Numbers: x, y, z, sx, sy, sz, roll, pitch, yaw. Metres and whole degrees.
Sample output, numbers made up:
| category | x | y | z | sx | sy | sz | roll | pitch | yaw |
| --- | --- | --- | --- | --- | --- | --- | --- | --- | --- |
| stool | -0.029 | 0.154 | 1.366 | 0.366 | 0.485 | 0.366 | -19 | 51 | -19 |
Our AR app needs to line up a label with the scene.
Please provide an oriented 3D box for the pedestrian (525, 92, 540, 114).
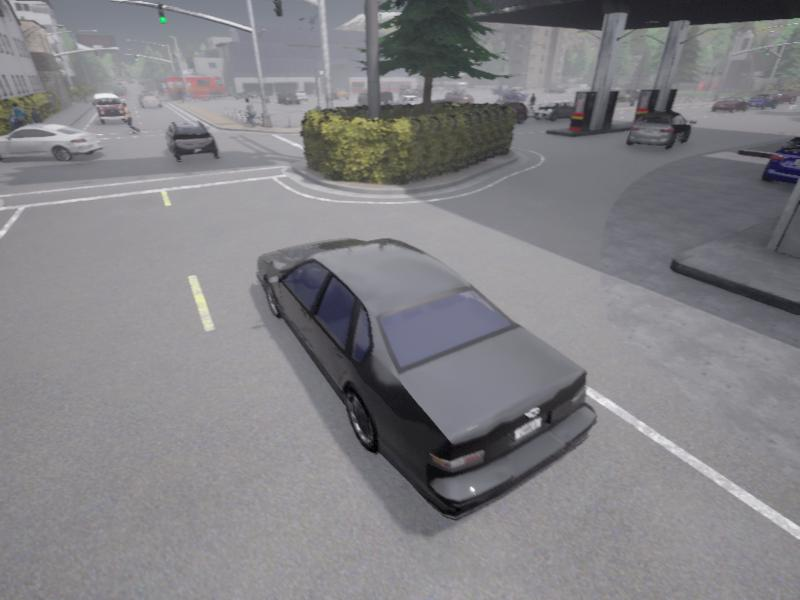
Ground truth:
| category | x | y | z | sx | sy | sz | roll | pitch | yaw |
| --- | --- | --- | --- | --- | --- | --- | --- | --- | --- |
| pedestrian | 12.575 | -18.728 | 38.053 | 0.751 | 1.860 | 0.751 | -17 | 33 | -28 |

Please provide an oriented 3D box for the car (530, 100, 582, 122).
| category | x | y | z | sx | sy | sz | roll | pitch | yaw |
| --- | --- | --- | --- | --- | --- | --- | --- | --- | --- |
| car | 13.422 | -16.250 | 34.362 | 3.806 | 1.475 | 1.970 | -16 | 33 | -26 |

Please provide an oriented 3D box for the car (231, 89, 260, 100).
| category | x | y | z | sx | sy | sz | roll | pitch | yaw |
| --- | --- | --- | --- | --- | --- | --- | --- | --- | --- |
| car | -27.198 | -36.195 | 70.384 | 4.193 | 1.474 | 1.816 | -17 | 33 | -27 |

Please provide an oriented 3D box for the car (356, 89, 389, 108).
| category | x | y | z | sx | sy | sz | roll | pitch | yaw |
| --- | --- | --- | --- | --- | --- | --- | --- | --- | --- |
| car | -3.275 | -23.711 | 47.013 | 1.932 | 1.855 | 4.605 | -17 | 33 | -27 |

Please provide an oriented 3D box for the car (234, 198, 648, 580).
| category | x | y | z | sx | sy | sz | roll | pitch | yaw |
| --- | --- | --- | --- | --- | --- | --- | --- | --- | --- |
| car | -0.325 | 0.069 | 5.006 | 2.033 | 1.411 | 5.357 | -16 | 31 | -27 |

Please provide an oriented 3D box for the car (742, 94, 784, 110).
| category | x | y | z | sx | sy | sz | roll | pitch | yaw |
| --- | --- | --- | --- | --- | --- | --- | --- | --- | --- |
| car | 40.878 | -22.325 | 45.053 | 4.193 | 1.474 | 1.816 | -16 | 33 | -27 |

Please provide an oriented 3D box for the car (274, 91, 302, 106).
| category | x | y | z | sx | sy | sz | roll | pitch | yaw |
| --- | --- | --- | --- | --- | --- | --- | --- | --- | --- |
| car | -14.393 | -25.926 | 51.477 | 2.007 | 1.523 | 4.514 | -17 | 33 | -27 |

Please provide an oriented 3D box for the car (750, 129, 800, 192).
| category | x | y | z | sx | sy | sz | roll | pitch | yaw |
| --- | --- | --- | --- | --- | --- | --- | --- | --- | --- |
| car | 15.100 | -5.011 | 14.142 | 4.611 | 1.667 | 2.242 | -17 | 33 | -27 |

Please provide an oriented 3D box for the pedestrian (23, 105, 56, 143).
| category | x | y | z | sx | sy | sz | roll | pitch | yaw |
| --- | --- | --- | --- | --- | --- | --- | --- | --- | --- |
| pedestrian | -19.792 | -9.668 | 21.971 | 0.751 | 1.860 | 0.751 | -21 | 35 | -33 |

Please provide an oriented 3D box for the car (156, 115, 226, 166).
| category | x | y | z | sx | sy | sz | roll | pitch | yaw |
| --- | --- | --- | --- | --- | --- | --- | --- | --- | --- |
| car | -9.982 | -7.665 | 18.961 | 2.128 | 1.511 | 4.902 | -16 | 34 | -27 |

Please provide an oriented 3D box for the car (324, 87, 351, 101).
| category | x | y | z | sx | sy | sz | roll | pitch | yaw |
| --- | --- | --- | --- | --- | --- | --- | --- | --- | --- |
| car | -9.579 | -31.681 | 61.462 | 2.152 | 1.636 | 5.027 | -17 | 33 | -27 |

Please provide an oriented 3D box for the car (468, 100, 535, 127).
| category | x | y | z | sx | sy | sz | roll | pitch | yaw |
| --- | --- | --- | --- | --- | --- | --- | --- | --- | --- |
| car | 7.991 | -14.720 | 31.505 | 4.856 | 1.649 | 2.033 | -16 | 33 | -27 |

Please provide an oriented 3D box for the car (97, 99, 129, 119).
| category | x | y | z | sx | sy | sz | roll | pitch | yaw |
| --- | --- | --- | --- | --- | --- | --- | --- | --- | --- |
| car | -26.626 | -17.826 | 37.199 | 1.994 | 1.385 | 4.181 | -17 | 33 | -27 |

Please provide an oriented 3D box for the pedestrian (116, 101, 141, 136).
| category | x | y | z | sx | sy | sz | roll | pitch | yaw |
| --- | --- | --- | --- | --- | --- | --- | --- | --- | --- |
| pedestrian | -16.812 | -11.259 | 24.801 | 0.751 | 1.860 | 0.751 | -13 | 32 | -21 |

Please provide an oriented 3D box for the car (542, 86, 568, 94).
| category | x | y | z | sx | sy | sz | roll | pitch | yaw |
| --- | --- | --- | --- | --- | --- | --- | --- | --- | --- |
| car | 33.468 | -45.521 | 86.681 | 2.163 | 1.488 | 4.792 | -17 | 33 | -27 |

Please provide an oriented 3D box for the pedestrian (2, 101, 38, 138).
| category | x | y | z | sx | sy | sz | roll | pitch | yaw |
| --- | --- | --- | --- | --- | --- | --- | --- | --- | --- |
| pedestrian | -21.570 | -10.257 | 22.728 | 0.751 | 1.860 | 0.751 | -14 | 32 | -23 |

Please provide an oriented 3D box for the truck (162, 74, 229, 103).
| category | x | y | z | sx | sy | sz | roll | pitch | yaw |
| --- | --- | --- | --- | --- | --- | --- | --- | --- | --- |
| truck | -32.361 | -33.696 | 63.522 | 8.468 | 3.827 | 2.891 | -17 | 33 | -27 |

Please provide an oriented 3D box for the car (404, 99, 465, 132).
| category | x | y | z | sx | sy | sz | roll | pitch | yaw |
| --- | --- | --- | --- | --- | --- | --- | --- | --- | --- |
| car | 2.448 | -13.208 | 28.566 | 3.866 | 1.878 | 1.905 | -16 | 33 | -27 |

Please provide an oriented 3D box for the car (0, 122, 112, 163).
| category | x | y | z | sx | sy | sz | roll | pitch | yaw |
| --- | --- | --- | --- | --- | --- | --- | --- | --- | --- |
| car | -16.151 | -7.083 | 17.964 | 4.674 | 1.442 | 1.812 | -2 | 30 | -5 |

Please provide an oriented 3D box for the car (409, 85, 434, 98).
| category | x | y | z | sx | sy | sz | roll | pitch | yaw |
| --- | --- | --- | --- | --- | --- | --- | --- | --- | --- |
| car | 3.644 | -35.900 | 68.811 | 1.932 | 1.855 | 4.605 | -17 | 33 | -27 |

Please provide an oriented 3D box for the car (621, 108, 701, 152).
| category | x | y | z | sx | sy | sz | roll | pitch | yaw |
| --- | --- | --- | --- | --- | --- | --- | --- | --- | --- |
| car | 14.279 | -9.365 | 21.816 | 2.242 | 1.667 | 4.611 | 25 | 38 | 38 |

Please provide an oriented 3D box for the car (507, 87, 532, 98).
| category | x | y | z | sx | sy | sz | roll | pitch | yaw |
| --- | --- | --- | --- | --- | --- | --- | --- | --- | --- |
| car | 20.909 | -36.483 | 70.319 | 1.970 | 1.475 | 3.806 | -17 | 33 | -27 |

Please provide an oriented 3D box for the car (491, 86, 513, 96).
| category | x | y | z | sx | sy | sz | roll | pitch | yaw |
| --- | --- | --- | --- | --- | --- | --- | --- | --- | --- |
| car | 19.621 | -40.334 | 77.209 | 1.845 | 1.501 | 3.633 | -17 | 33 | -27 |

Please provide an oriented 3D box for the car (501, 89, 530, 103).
| category | x | y | z | sx | sy | sz | roll | pitch | yaw |
| --- | --- | --- | --- | --- | --- | --- | --- | --- | --- |
| car | 16.329 | -28.921 | 56.663 | 1.845 | 1.501 | 3.633 | -17 | 33 | -27 |

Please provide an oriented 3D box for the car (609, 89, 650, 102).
| category | x | y | z | sx | sy | sz | roll | pitch | yaw |
| --- | --- | --- | --- | --- | --- | --- | --- | --- | --- |
| car | 33.094 | -29.553 | 57.714 | 2.007 | 1.523 | 4.514 | -17 | 33 | -27 |

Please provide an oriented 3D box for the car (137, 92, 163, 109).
| category | x | y | z | sx | sy | sz | roll | pitch | yaw |
| --- | --- | --- | --- | --- | --- | --- | --- | --- | --- |
| car | -30.467 | -24.368 | 48.693 | 2.152 | 1.651 | 5.027 | -16 | 33 | -27 |

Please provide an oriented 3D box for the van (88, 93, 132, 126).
| category | x | y | z | sx | sy | sz | roll | pitch | yaw |
| --- | --- | --- | --- | --- | --- | --- | --- | --- | --- |
| van | -22.922 | -15.094 | 31.585 | 2.069 | 2.038 | 4.480 | -19 | 34 | -30 |

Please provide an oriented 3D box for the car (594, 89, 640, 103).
| category | x | y | z | sx | sy | sz | roll | pitch | yaw |
| --- | --- | --- | --- | --- | --- | --- | --- | --- | --- |
| car | 30.437 | -28.740 | 56.259 | 2.152 | 1.636 | 5.027 | -17 | 33 | -27 |

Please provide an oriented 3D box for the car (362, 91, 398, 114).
| category | x | y | z | sx | sy | sz | roll | pitch | yaw |
| --- | --- | --- | --- | --- | --- | --- | --- | --- | --- |
| car | -2.019 | -19.624 | 39.635 | 1.905 | 1.878 | 3.866 | -17 | 33 | -27 |

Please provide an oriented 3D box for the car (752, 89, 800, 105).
| category | x | y | z | sx | sy | sz | roll | pitch | yaw |
| --- | --- | --- | --- | --- | --- | --- | --- | --- | --- |
| car | 49.609 | -26.759 | 52.609 | 4.553 | 1.767 | 2.097 | -5 | 30 | -9 |

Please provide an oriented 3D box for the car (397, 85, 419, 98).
| category | x | y | z | sx | sy | sz | roll | pitch | yaw |
| --- | --- | --- | --- | --- | --- | --- | --- | --- | --- |
| car | 1.371 | -35.007 | 67.184 | 1.905 | 1.878 | 3.866 | -17 | 33 | -27 |

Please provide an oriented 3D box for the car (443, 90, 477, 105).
| category | x | y | z | sx | sy | sz | roll | pitch | yaw |
| --- | --- | --- | --- | --- | --- | --- | --- | --- | --- |
| car | 7.755 | -26.412 | 52.186 | 2.007 | 1.523 | 4.514 | -17 | 33 | -27 |

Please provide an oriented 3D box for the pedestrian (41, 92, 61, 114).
| category | x | y | z | sx | sy | sz | roll | pitch | yaw |
| --- | --- | --- | --- | --- | --- | --- | --- | --- | --- |
| pedestrian | -33.277 | -18.811 | 38.149 | 0.751 | 1.860 | 0.751 | -16 | 33 | -26 |

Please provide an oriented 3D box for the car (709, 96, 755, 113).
| category | x | y | z | sx | sy | sz | roll | pitch | yaw |
| --- | --- | --- | --- | --- | --- | --- | --- | --- | --- |
| car | 34.730 | -20.471 | 41.883 | 4.181 | 1.385 | 1.994 | -16 | 33 | -27 |

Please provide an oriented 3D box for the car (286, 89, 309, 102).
| category | x | y | z | sx | sy | sz | roll | pitch | yaw |
| --- | --- | --- | --- | --- | --- | --- | --- | --- | --- |
| car | -14.904 | -29.844 | 58.369 | 1.970 | 1.475 | 3.806 | -17 | 33 | -27 |

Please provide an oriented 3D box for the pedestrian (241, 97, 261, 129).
| category | x | y | z | sx | sy | sz | roll | pitch | yaw |
| --- | --- | --- | --- | --- | --- | --- | --- | --- | --- |
| pedestrian | -9.870 | -12.413 | 26.520 | 0.751 | 1.860 | 0.751 | 0 | 29 | 0 |

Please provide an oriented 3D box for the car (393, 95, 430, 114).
| category | x | y | z | sx | sy | sz | roll | pitch | yaw |
| --- | --- | --- | --- | --- | --- | --- | --- | --- | --- |
| car | 1.144 | -19.969 | 40.813 | 1.970 | 1.475 | 3.806 | -17 | 33 | -27 |
